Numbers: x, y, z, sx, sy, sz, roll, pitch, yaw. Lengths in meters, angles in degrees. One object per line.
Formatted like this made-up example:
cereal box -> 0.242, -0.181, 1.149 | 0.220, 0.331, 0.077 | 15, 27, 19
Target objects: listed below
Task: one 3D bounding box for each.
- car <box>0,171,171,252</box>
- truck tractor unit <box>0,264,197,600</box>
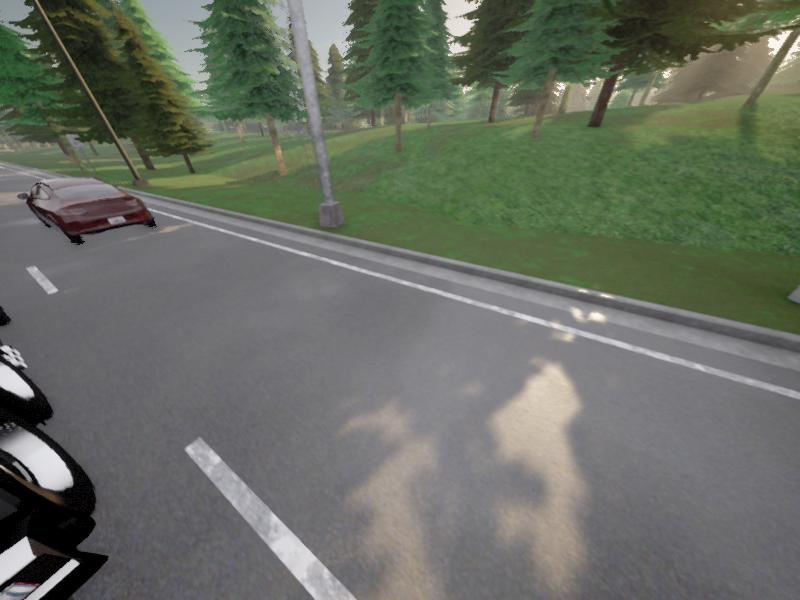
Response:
car -> -9.530, -2.904, 7.008 | 4.674, 1.442, 1.812 | 18, 39, 24
truck tractor unit -> -5.114, -0.297, 0.781 | 6.516, 4.208, 3.053 | 18, 39, 24
